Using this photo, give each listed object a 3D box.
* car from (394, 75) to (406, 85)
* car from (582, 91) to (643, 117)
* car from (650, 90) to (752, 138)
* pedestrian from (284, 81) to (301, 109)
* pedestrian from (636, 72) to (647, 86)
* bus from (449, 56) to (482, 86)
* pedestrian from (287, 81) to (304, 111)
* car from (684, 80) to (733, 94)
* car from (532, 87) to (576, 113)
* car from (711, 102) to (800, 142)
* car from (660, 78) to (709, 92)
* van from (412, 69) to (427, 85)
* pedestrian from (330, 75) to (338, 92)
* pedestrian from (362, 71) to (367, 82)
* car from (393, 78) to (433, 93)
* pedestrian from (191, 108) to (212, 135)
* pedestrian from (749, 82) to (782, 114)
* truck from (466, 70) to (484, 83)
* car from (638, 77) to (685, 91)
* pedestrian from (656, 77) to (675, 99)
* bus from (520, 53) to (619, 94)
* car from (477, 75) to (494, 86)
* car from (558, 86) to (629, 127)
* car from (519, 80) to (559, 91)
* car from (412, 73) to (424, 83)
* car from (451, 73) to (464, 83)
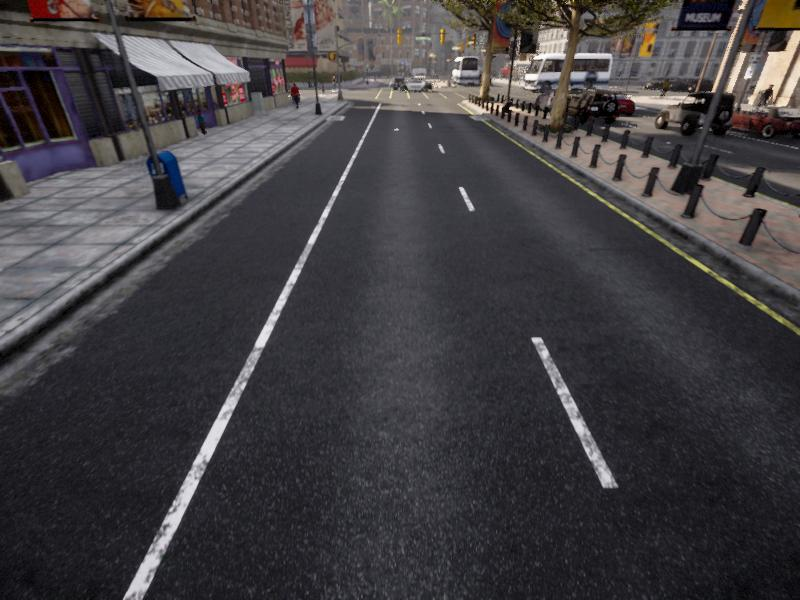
[{"bbox_3d":[-0.049,-39.260,71.466,2.033,1.411,5.357,0,30,0],"label":"car"},{"bbox_3d":[14.981,-14.020,28.497,1.994,1.385,4.181,0,30,0],"label":"car"},{"bbox_3d":[14.987,-9.494,20.272,1.905,1.878,3.866,0,30,0],"label":"car"},{"bbox_3d":[-7.984,-15.263,29.781,0.751,1.860,0.751,2,30,3],"label":"pedestrian"},{"bbox_3d":[37.917,-34.694,62.878,0.751,1.860,0.751,0,30,0],"label":"pedestrian"},{"bbox_3d":[11.330,-40.121,70.109,3.944,4.253,10.273,0,30,0],"label":"bus"},{"bbox_3d":[-7.397,-14.485,28.456,0.751,1.860,0.751,2,30,4],"label":"pedestrian"},{"bbox_3d":[37.514,-25.985,48.772,4.193,1.474,1.816,0,30,0],"label":"car"},{"bbox_3d":[11.487,-15.063,30.115,1.845,1.501,3.633,0,30,0],"label":"car"},{"bbox_3d":[18.236,-8.918,19.869,1.895,1.301,4.718,0,30,0],"label":"car"},{"bbox_3d":[36.736,-27.769,51.760,4.514,1.525,2.007,0,30,0],"label":"car"},{"bbox_3d":[3.449,-39.940,71.603,2.351,2.431,6.366,0,30,0],"label":"van"},{"bbox_3d":[-8.411,-27.670,51.215,0.751,1.860,0.751,2,30,3],"label":"pedestrian"},{"bbox_3d":[-6.970,-44.276,79.201,0.751,1.860,0.751,4,31,7],"label":"pedestrian"},{"bbox_3d":[1.658,-27.662,51.576,4.974,1.542,2.038,0,30,0],"label":"car"},{"bbox_3d":[-9.299,-8.365,18.782,0.500,1.100,0.500,-1,30,-2],"label":"pedestrian"},{"bbox_3d":[24.494,-13.530,26.829,0.751,1.860,0.751,-4,31,-6],"label":"pedestrian"},{"bbox_3d":[14.946,-44.787,80.184,2.390,2.098,6.274,0,30,0],"label":"truck"},{"bbox_3d":[35.751,-29.602,54.740,4.611,1.667,2.242,0,30,0],"label":"car"},{"bbox_3d":[25.641,-20.485,38.675,0.751,1.860,0.751,-2,30,-3],"label":"pedestrian"},{"bbox_3d":[20.877,-28.205,49.808,10.273,4.253,3.944,-6,30,-9],"label":"bus"},{"bbox_3d":[14.917,-38.367,69.895,1.812,1.442,4.674,0,30,0],"label":"car"},{"bbox_3d":[11.483,-11.819,24.244,1.932,1.855,4.605,0,30,0],"label":"car"},{"bbox_3d":[18.936,-29.388,54.747,4.718,1.301,1.895,0,30,0],"label":"car"},{"bbox_3d":[3.447,-43.479,78.421,2.033,1.649,4.856,0,30,0],"label":"car"},{"bbox_3d":[11.446,-44.615,80.403,1.801,1.575,5.366,0,30,0],"label":"car"}]
